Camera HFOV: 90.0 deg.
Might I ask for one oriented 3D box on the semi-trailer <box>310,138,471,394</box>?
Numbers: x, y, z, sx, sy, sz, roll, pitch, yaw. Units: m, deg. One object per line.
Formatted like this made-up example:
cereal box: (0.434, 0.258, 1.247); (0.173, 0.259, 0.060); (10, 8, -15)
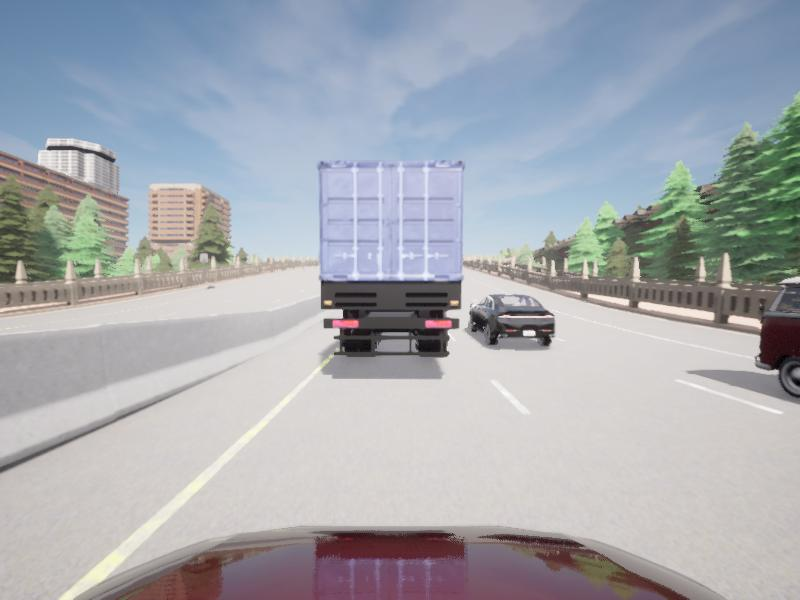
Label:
semi-trailer: (-0.049, -0.987, 14.014); (2.717, 4.402, 14.254); (0, 4, 1)

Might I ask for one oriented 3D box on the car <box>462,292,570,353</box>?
car: (3.513, 0.552, 13.250); (2.128, 1.511, 4.902); (0, 3, 0)

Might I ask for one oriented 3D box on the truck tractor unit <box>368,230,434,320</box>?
truck tractor unit: (0.049, -1.427, 21.895); (3.053, 4.208, 6.516); (0, 5, 0)

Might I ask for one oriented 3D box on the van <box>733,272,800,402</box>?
van: (7.000, 0.582, 5.117); (1.775, 1.987, 4.442); (0, 1, 0)
